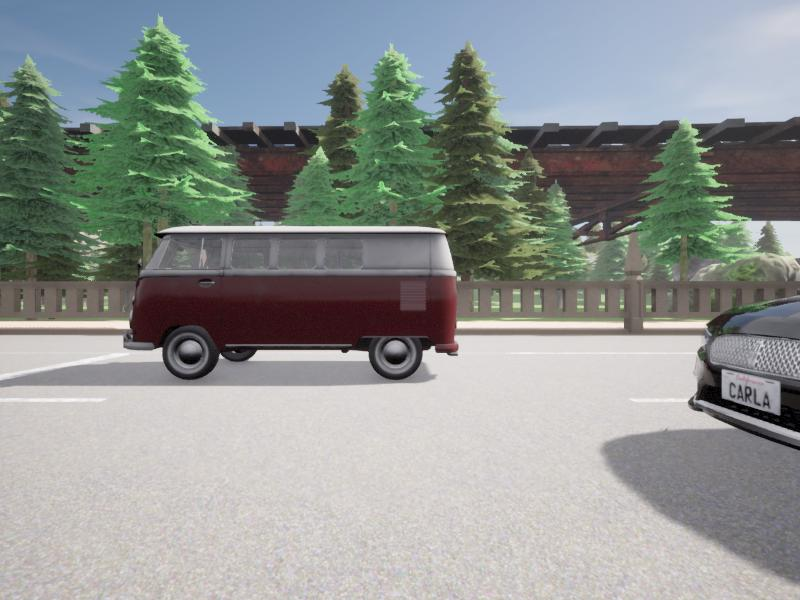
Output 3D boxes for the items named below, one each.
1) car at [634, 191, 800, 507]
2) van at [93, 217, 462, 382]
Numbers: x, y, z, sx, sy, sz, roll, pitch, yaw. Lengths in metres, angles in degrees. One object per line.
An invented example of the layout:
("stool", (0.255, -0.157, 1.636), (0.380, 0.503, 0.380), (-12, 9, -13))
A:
("car", (4.363, 0.237, 2.200), (4.902, 1.511, 2.128), (0, 0, 0))
("van", (-1.470, -0.002, 5.700), (4.442, 1.987, 1.775), (0, 0, 0))
